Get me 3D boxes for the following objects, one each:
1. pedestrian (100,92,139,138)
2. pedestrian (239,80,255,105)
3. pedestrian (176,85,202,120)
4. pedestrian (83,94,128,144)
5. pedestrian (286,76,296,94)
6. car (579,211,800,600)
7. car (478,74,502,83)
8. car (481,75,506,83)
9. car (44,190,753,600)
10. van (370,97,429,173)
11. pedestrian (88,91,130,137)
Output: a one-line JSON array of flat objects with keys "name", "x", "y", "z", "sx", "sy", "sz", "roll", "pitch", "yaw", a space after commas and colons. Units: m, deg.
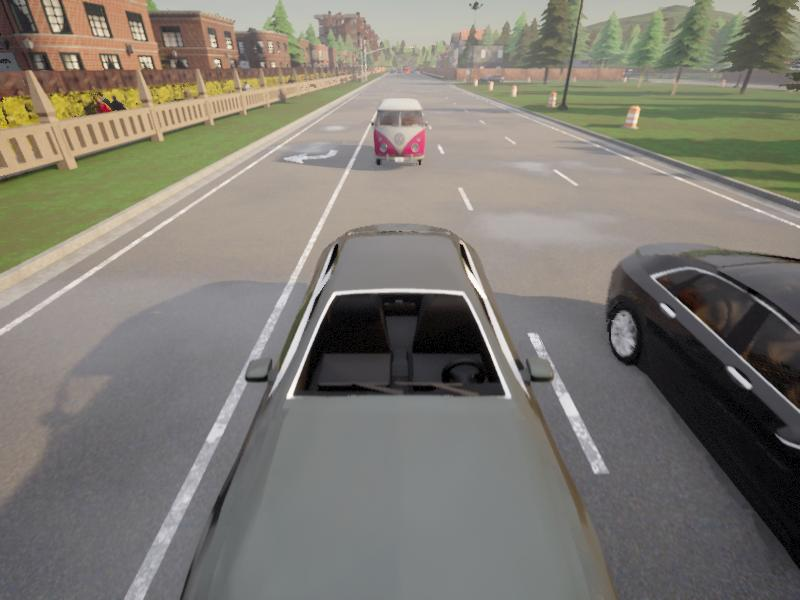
[{"name": "pedestrian", "x": -12.837, "y": -8.489, "z": 18.353, "sx": 0.751, "sy": 1.860, "sz": 0.751, "roll": -4, "pitch": 31, "yaw": -7}, {"name": "pedestrian", "x": -13.166, "y": -17.929, "z": 34.516, "sx": 0.751, "sy": 1.860, "sz": 0.751, "roll": 0, "pitch": 30, "yaw": -1}, {"name": "pedestrian", "x": -12.908, "y": -12.088, "z": 24.516, "sx": 0.751, "sy": 1.860, "sz": 0.751, "roll": 0, "pitch": 30, "yaw": -1}, {"name": "pedestrian", "x": -12.351, "y": -7.601, "z": 16.833, "sx": 0.751, "sy": 1.860, "sz": 0.751, "roll": 0, "pitch": 30, "yaw": 0}, {"name": "pedestrian", "x": -13.144, "y": -25.977, "z": 48.300, "sx": 0.751, "sy": 1.860, "sz": 0.751, "roll": 0, "pitch": 30, "yaw": 0}, {"name": "car", "x": 3.493, "y": 0.750, "z": 3.253, "sx": 1.837, "sy": 1.490, "sz": 4.892, "roll": 0, "pitch": 30, "yaw": 0}, {"name": "car", "x": 20.134, "y": -49.582, "z": 89.394, "sx": 4.611, "sy": 1.667, "sz": 2.242, "roll": -6, "pitch": 31, "yaw": -11}, {"name": "car", "x": 20.144, "y": -47.713, "z": 86.275, "sx": 4.514, "sy": 1.525, "sz": 2.007, "roll": -7, "pitch": 31, "yaw": -12}, {"name": "car", "x": -0.006, "y": 0.532, "z": 3.496, "sx": 2.152, "sy": 1.651, "sz": 5.027, "roll": 0, "pitch": 30, "yaw": 0}, {"name": "van", "x": -0.020, "y": -6.156, "z": 14.590, "sx": 1.775, "sy": 1.987, "sz": 4.442, "roll": 0, "pitch": 30, "yaw": 0}, {"name": "pedestrian", "x": -13.538, "y": -8.662, "z": 18.650, "sx": 0.751, "sy": 1.860, "sz": 0.751, "roll": 9, "pitch": 32, "yaw": 16}]
